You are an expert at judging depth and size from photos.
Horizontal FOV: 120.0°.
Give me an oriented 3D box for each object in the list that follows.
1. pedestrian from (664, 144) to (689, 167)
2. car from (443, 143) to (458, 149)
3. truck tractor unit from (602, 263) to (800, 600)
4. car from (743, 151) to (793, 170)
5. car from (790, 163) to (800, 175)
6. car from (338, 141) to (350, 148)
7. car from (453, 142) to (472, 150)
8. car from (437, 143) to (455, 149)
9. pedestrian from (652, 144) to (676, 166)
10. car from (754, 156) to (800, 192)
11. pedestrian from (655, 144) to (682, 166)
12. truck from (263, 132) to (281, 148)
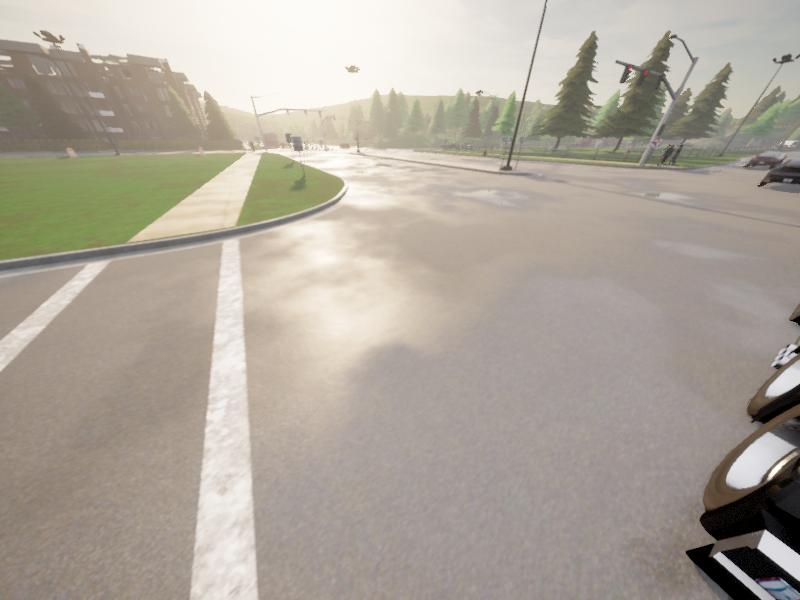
[{"bbox_3d":[27.229,-14.250,22.767,0.751,1.860,0.751,22,40,28],"label":"pedestrian"},{"bbox_3d":[14.826,-45.057,67.529,3.988,1.617,1.851,-18,39,-24],"label":"car"},{"bbox_3d":[5.108,-0.303,0.781,6.516,4.208,3.053,-18,39,-24],"label":"truck tractor unit"},{"bbox_3d":[38.294,-14.601,24.036,4.674,1.442,1.812,-18,39,-24],"label":"car"},{"bbox_3d":[35.292,-11.278,19.305,4.181,1.385,1.994,-18,39,-24],"label":"car"},{"bbox_3d":[-16.972,-46.854,69.748,1.930,1.638,5.238,-18,39,-25],"label":"car"},{"bbox_3d":[17.637,-43.709,65.512,4.856,1.649,2.033,-18,39,-24],"label":"car"},{"bbox_3d":[14.170,-47.070,70.582,5.027,1.651,2.152,-18,39,-24],"label":"car"},{"bbox_3d":[26.920,-14.807,23.564,0.751,1.860,0.751,-20,39,-26],"label":"pedestrian"},{"bbox_3d":[23.887,-7.614,13.832,4.892,1.490,1.837,-18,39,-24],"label":"car"},{"bbox_3d":[26.740,-14.434,23.028,0.751,1.860,0.751,-12,37,-17],"label":"pedestrian"},{"bbox_3d":[-37.751,-47.205,68.168,2.891,3.827,8.468,-18,39,-25],"label":"truck"}]
